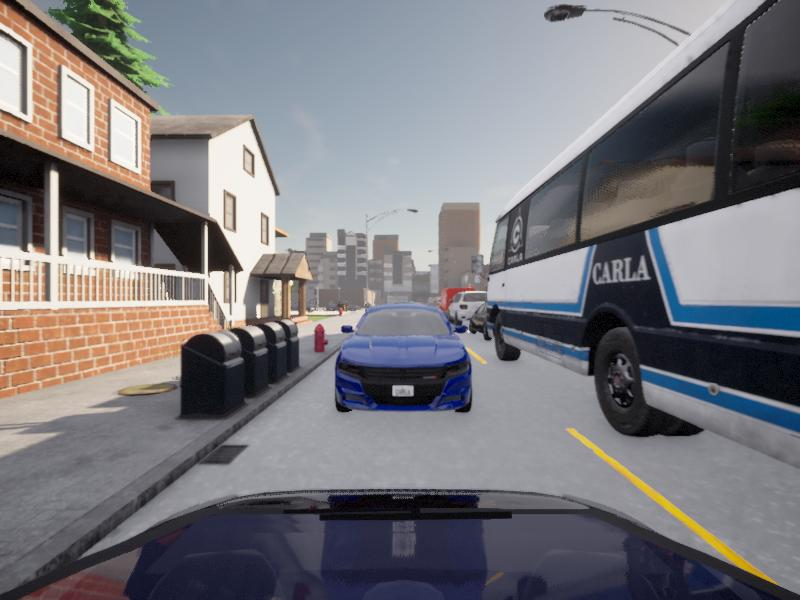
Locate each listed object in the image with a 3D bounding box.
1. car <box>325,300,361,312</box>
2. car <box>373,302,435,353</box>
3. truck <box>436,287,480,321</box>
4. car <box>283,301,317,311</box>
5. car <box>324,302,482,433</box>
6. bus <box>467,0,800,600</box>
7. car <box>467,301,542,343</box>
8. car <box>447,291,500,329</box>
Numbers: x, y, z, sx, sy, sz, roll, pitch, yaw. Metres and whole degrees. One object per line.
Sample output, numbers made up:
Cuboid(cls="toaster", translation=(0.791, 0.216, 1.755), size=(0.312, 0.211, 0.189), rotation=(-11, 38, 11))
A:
Cuboid(cls="car", translation=(-7.139, 0.775, 50.451), size=(4.193, 1.474, 1.816), rotation=(0, 0, 1))
Cuboid(cls="car", translation=(0.131, 0.821, 14.315), size=(1.837, 1.490, 4.892), rotation=(0, 0, 1))
Cuboid(cls="truck", translation=(4.407, 0.306, 31.542), size=(2.627, 2.467, 5.204), rotation=(0, 0, -1))
Cuboid(cls="car", translation=(-13.641, 0.823, 54.619), size=(4.181, 1.385, 1.994), rotation=(0, 0, 0))
Cuboid(cls="car", translation=(0.070, 0.810, 7.282), size=(1.882, 1.535, 5.008), rotation=(0, 0, 1))
Cuboid(cls="bus", translation=(3.942, -0.546, 6.868), size=(3.944, 4.253, 10.273), rotation=(0, 0, 1))
Cuboid(cls="car", translation=(4.159, 0.801, 16.796), size=(2.007, 1.525, 4.514), rotation=(0, 0, 0))
Cuboid(cls="car", translation=(4.245, 0.529, 24.076), size=(2.150, 2.045, 5.566), rotation=(0, 0, 0))
